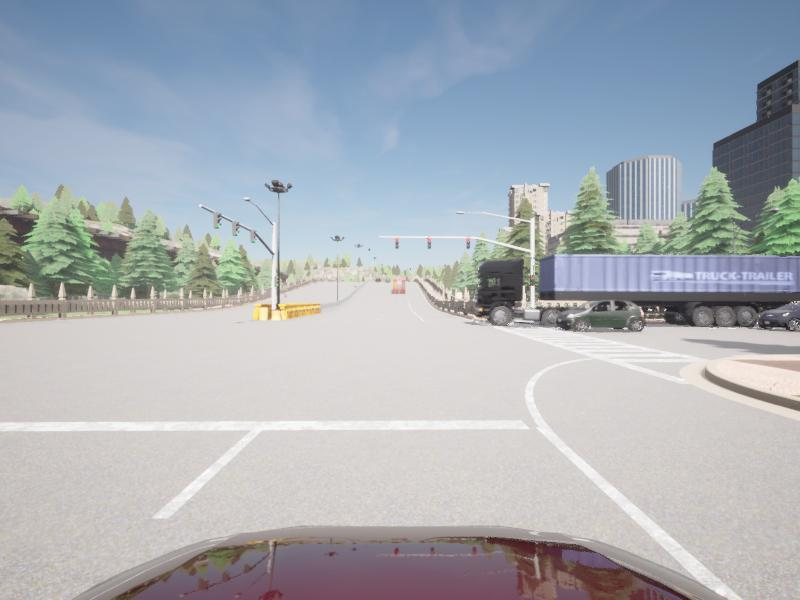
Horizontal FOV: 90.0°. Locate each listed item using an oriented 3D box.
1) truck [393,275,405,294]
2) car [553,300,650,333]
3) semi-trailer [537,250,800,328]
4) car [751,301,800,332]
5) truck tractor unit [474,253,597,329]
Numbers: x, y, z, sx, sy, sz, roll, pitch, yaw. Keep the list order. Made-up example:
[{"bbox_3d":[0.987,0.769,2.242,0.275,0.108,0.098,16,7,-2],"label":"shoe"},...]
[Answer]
[{"bbox_3d":[-0.184,-3.904,98.775,2.891,3.827,8.468,0,7,0],"label":"truck"},{"bbox_3d":[10.063,0.788,20.227,3.988,1.617,1.851,0,0,-1],"label":"car"},{"bbox_3d":[15.782,-0.618,23.836,14.254,4.402,2.717,0,0,0],"label":"semi-trailer"},{"bbox_3d":[20.466,0.827,20.327,3.633,1.501,1.845,0,0,0],"label":"car"},{"bbox_3d":[7.886,-0.523,24.124,6.516,4.208,3.053,0,0,7],"label":"truck tractor unit"}]
